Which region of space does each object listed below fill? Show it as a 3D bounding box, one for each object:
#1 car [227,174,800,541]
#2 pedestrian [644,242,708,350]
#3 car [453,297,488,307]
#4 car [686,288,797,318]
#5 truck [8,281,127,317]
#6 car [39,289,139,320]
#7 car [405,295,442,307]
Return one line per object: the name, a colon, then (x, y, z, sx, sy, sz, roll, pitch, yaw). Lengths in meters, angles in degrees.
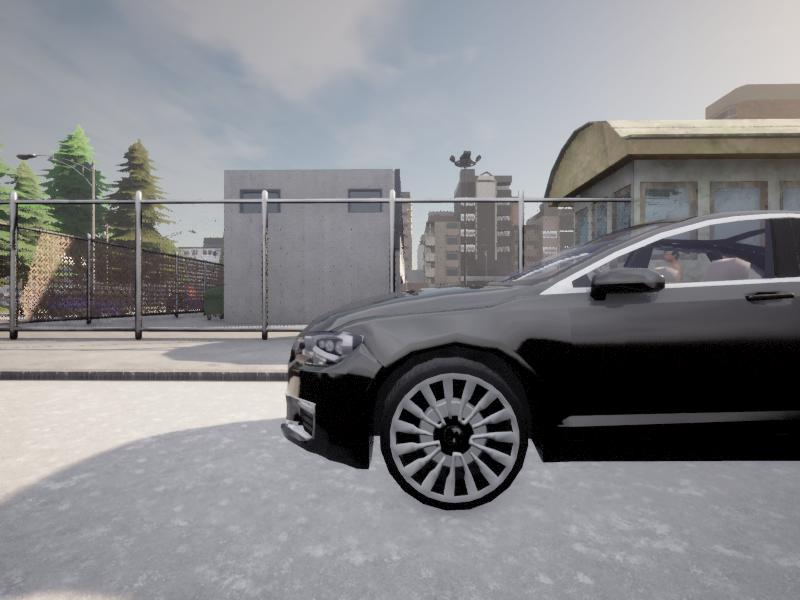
car: (1.742, 0.236, 2.706, 4.902, 1.511, 2.128, 0, 0, 1)
pedestrian: (4.999, -0.067, 7.298, 0.751, 1.860, 0.751, 0, 0, 16)
car: (9.808, 0.270, 56.091, 4.674, 1.442, 1.812, 0, 0, 1)
car: (17.629, 0.159, 20.794, 4.193, 1.474, 1.816, 0, 0, 1)
truck: (-21.121, -0.058, 25.939, 2.390, 2.098, 6.274, 0, 0, 1)
car: (-17.192, 0.229, 22.455, 2.007, 1.525, 4.514, 0, 0, 1)
car: (3.273, 0.171, 56.275, 5.238, 1.638, 1.930, 0, 0, 2)
